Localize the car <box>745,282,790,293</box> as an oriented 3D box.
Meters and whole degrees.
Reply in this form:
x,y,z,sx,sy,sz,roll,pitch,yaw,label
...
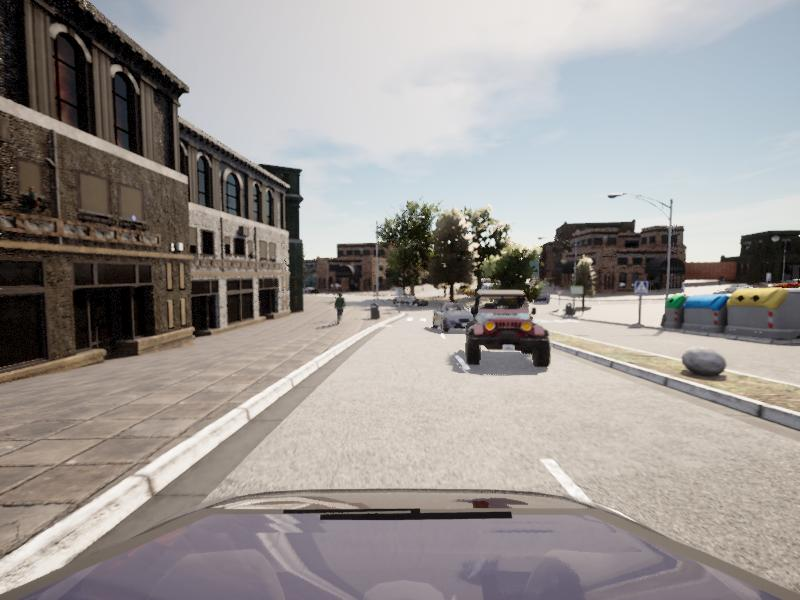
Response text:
x,y,z,sx,sy,sz,roll,pitch,yaw,label
53.717,-1.841,58.601,2.163,1.488,4.792,-4,2,-1,car

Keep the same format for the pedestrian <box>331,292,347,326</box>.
x,y,z,sx,sy,sz,roll,pitch,yaw,label
-3.419,0.474,22.587,0.751,1.860,0.751,0,4,0,pedestrian

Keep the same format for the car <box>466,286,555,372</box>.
x,y,z,sx,sy,sz,roll,pitch,yaw,label
2.771,0.647,10.806,1.905,1.878,3.866,0,0,10,car

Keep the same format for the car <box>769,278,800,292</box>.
x,y,z,sx,sy,sz,roll,pitch,yaw,label
56.478,-2.170,57.618,2.185,1.767,4.553,-4,2,-1,car

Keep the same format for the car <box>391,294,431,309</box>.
x,y,z,sx,sy,sz,roll,pitch,yaw,label
1.398,0.118,53.395,5.238,1.638,1.930,4,6,37,car

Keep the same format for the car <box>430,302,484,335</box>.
x,y,z,sx,sy,sz,roll,pitch,yaw,label
2.799,0.869,20.612,1.816,1.474,4.193,0,0,-6,car

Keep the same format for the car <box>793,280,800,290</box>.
x,y,z,sx,sy,sz,roll,pitch,yaw,label
59.267,-2.191,56.703,2.163,1.488,4.792,-4,2,-1,car
